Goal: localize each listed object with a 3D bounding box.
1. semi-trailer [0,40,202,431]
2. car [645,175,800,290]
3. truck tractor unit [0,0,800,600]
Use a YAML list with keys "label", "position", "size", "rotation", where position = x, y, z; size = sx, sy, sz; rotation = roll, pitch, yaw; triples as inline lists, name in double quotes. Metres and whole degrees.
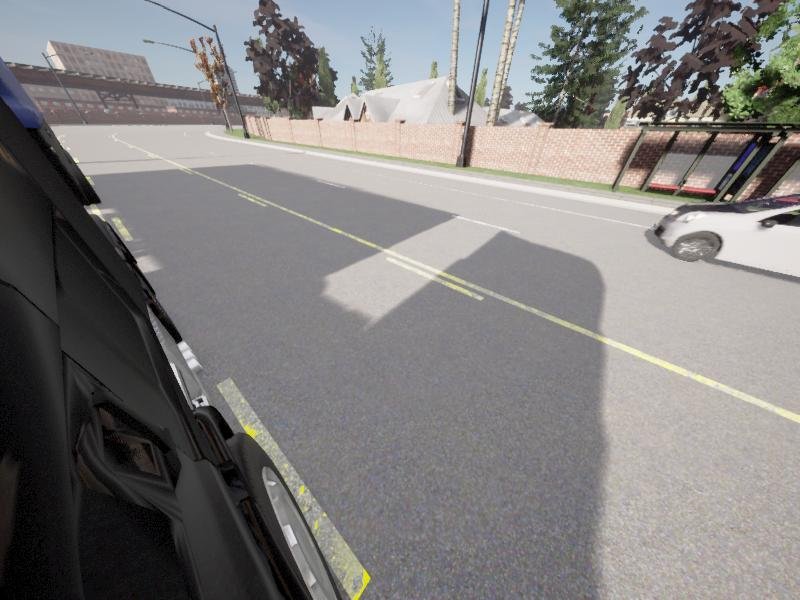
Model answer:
- label: "semi-trailer"
  position: [-8.709, -3.605, 4.207]
  size: [14.254, 4.402, 2.717]
  rotation: [28, 44, 30]
- label: "car"
  position: [7.843, -1.358, 4.684]
  size: [3.633, 1.501, 1.845]
  rotation: [28, 44, 30]
- label: "truck tractor unit"
  position: [-2.645, -0.295, 0.351]
  size: [6.516, 4.208, 3.053]
  rotation: [28, 44, 30]
